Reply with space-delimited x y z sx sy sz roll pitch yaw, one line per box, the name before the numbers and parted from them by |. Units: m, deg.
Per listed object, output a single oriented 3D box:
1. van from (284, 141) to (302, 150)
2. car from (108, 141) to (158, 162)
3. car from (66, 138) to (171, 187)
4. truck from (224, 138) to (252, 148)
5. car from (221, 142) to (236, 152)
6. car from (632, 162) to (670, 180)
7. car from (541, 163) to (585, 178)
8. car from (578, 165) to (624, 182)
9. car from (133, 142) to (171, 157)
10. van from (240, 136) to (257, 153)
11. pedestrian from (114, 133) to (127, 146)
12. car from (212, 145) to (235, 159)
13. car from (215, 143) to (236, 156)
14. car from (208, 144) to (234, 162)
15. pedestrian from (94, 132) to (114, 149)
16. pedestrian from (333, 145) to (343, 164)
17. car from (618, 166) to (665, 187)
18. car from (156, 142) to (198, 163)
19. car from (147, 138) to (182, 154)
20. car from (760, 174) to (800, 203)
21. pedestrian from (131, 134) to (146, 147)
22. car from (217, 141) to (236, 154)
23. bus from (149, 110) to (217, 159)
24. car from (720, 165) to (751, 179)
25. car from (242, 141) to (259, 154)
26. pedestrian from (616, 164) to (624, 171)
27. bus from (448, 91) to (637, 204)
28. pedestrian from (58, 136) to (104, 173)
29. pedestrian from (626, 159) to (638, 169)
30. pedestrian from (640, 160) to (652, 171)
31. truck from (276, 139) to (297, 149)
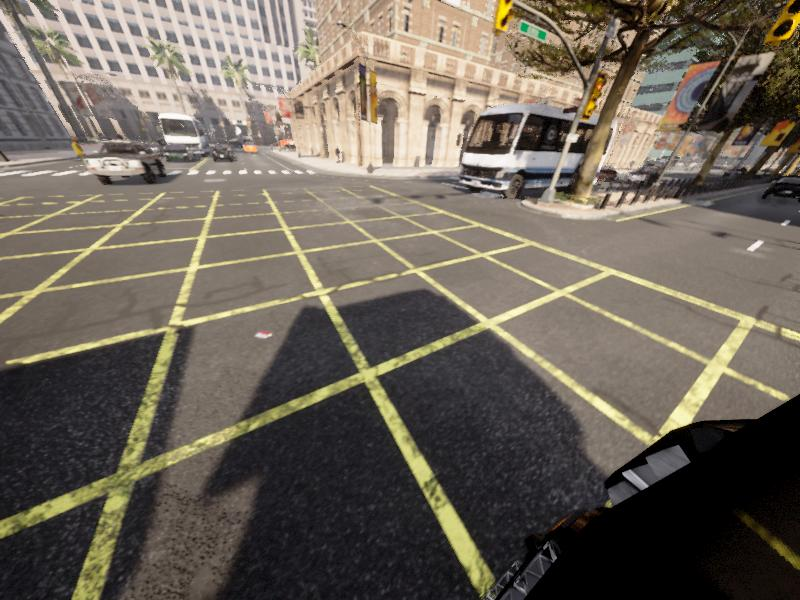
van | -33.358 -48.079 71.900 4.480 2.038 2.069 -16 38 -26
car | -25.633 -14.417 22.379 1.812 1.442 4.674 -16 38 -26
car | -14.335 -7.364 12.243 1.932 1.855 4.605 -16 37 -26
truck | -43.877 -42.689 62.926 2.390 2.098 6.274 9 34 9
car | -33.961 -30.411 45.851 2.033 1.411 5.357 -16 38 -26
car | 33.393 -17.270 30.766 3.866 1.878 1.905 -16 38 -26
car | 18.905 -14.963 26.723 4.718 1.301 1.895 -16 38 -26
car | 21.757 -13.723 25.018 4.181 1.385 1.994 -16 38 -26
car | -29.096 -17.747 27.258 1.895 1.301 4.718 -16 38 -26
van | -30.615 -31.457 46.646 1.988 2.561 5.915 -16 38 -26
pedestrian | -49.849 -28.621 41.207 0.751 1.860 0.751 -17 38 -27
car | -23.032 -19.475 30.322 1.895 1.301 4.718 -16 38 -26
car | -26.585 -23.068 35.366 2.033 1.411 5.357 -16 38 -26
car | -19.765 -16.322 25.666 1.816 1.474 4.193 -16 38 -26
pedestrian | -41.737 -22.498 32.614 0.751 1.860 0.751 -4 34 -10
pedestrian | -7.281 -17.076 27.085 0.751 1.860 0.751 -16 38 -26
car | 23.617 -12.124 22.608 3.633 1.501 1.845 -17 38 -26
car | -22.077 -14.794 23.139 2.038 1.542 4.974 -16 38 -26
car | -32.585 -21.402 32.153 2.242 1.667 4.611 -16 38 -26
car | 30.481 -8.790 18.017 5.238 1.638 1.930 -19 39 -30
pedestrian | -46.731 -28.529 41.305 0.751 1.860 0.751 -3 34 -9
car | -30.199 -26.740 40.410 2.152 1.651 5.027 -16 38 -25
bus | -27.060 -21.016 29.660 3.944 4.253 10.273 -16 38 -26
car | 58.224 -22.174 40.054 4.605 1.855 1.932 -17 38 -27
car | -27.033 -27.581 41.761 2.097 1.767 4.553 -16 38 -26
pedestrian | 40.266 -24.272 42.224 0.500 1.100 0.500 -13 37 -23
bus | 8.517 -8.805 14.004 10.273 4.253 3.944 -16 38 -26
pedestrian | -19.384 -8.887 14.116 0.751 1.860 0.751 -16 38 -26
pedestrian | 50.108 -29.324 49.889 0.751 1.860 0.751 -8 35 -16
pedestrian | 48.879 -26.747 45.918 0.751 1.860 0.751 -20 40 -30
truck | -36.177 -49.699 73.725 5.204 2.467 2.627 -16 38 -26
